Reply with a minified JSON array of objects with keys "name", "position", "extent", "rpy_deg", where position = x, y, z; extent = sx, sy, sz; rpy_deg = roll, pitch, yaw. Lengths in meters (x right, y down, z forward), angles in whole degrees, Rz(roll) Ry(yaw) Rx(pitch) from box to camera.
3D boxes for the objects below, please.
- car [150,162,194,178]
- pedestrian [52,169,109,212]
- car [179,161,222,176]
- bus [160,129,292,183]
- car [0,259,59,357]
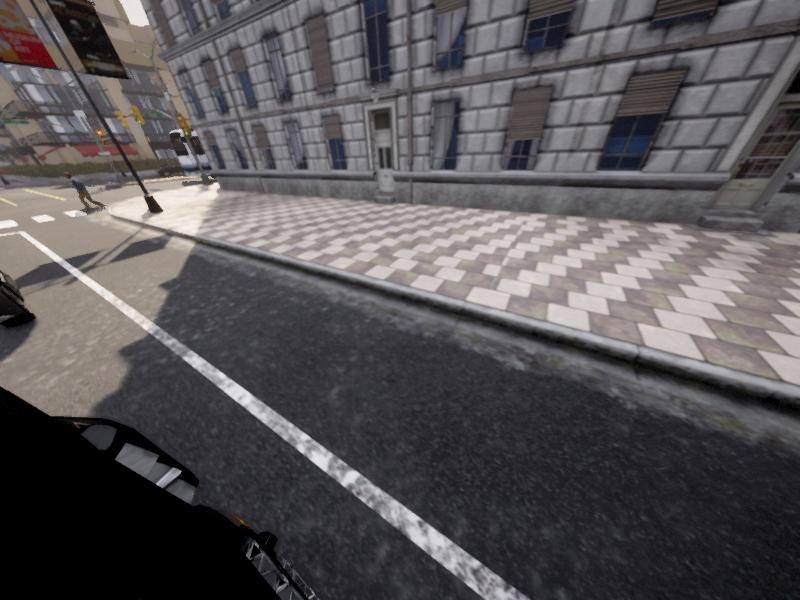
[{"name":"car","position":[-31.496,-18.109,32.070],"extent":[1.789,1.549,3.705],"rpy_deg":[16,38,26]},{"name":"pedestrian","position":[-16.248,-5.587,11.803],"extent":[0.751,1.860,0.751],"rpy_deg":[10,36,19]},{"name":"car","position":[-27.500,-18.169,31.938],"extent":[1.970,1.475,3.806],"rpy_deg":[16,38,26]},{"name":"bus","position":[-18.342,-16.176,25.765],"extent":[3.944,4.253,10.273],"rpy_deg":[16,38,26]},{"name":"car","position":[-7.886,-0.255,3.427],"extent":[4.856,1.649,2.033],"rpy_deg":[16,38,26]}]
